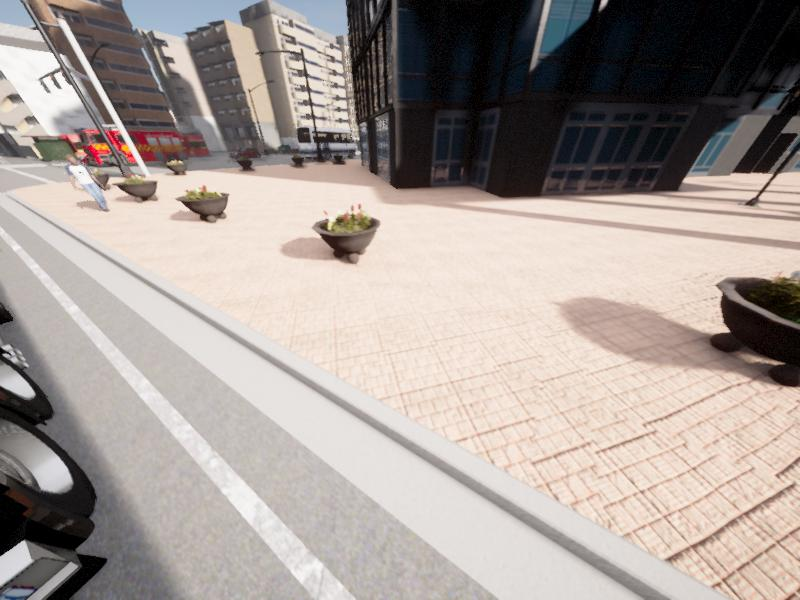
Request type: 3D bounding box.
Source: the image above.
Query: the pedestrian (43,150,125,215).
[{"bbox_3d":[-10.793,-4.033,7.967,0.751,1.860,0.751,16,38,22],"label":"pedestrian"}]

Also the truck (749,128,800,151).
[{"bbox_3d":[81.793,-34.828,50.148,2.891,3.827,8.468,19,39,25],"label":"truck"}]

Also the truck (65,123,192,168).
[{"bbox_3d":[-30.921,-18.074,27.134,2.891,3.827,8.468,18,38,24],"label":"truck"}]

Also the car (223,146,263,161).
[{"bbox_3d":[-24.703,-23.286,36.645,2.097,1.767,4.553,18,38,24],"label":"car"}]

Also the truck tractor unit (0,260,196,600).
[{"bbox_3d":[-5.104,-0.308,0.787,6.516,4.208,3.053,19,39,24],"label":"truck tractor unit"}]

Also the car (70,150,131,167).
[{"bbox_3d":[-35.273,-16.780,27.311,1.970,1.475,3.806,18,38,24],"label":"car"}]

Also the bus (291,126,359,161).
[{"bbox_3d":[-11.586,-25.396,37.639,3.944,4.253,10.273,18,38,24],"label":"bus"}]

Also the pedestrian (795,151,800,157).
[{"bbox_3d":[54.222,-20.180,30.710,0.751,1.860,0.751,-17,38,-22],"label":"pedestrian"}]
